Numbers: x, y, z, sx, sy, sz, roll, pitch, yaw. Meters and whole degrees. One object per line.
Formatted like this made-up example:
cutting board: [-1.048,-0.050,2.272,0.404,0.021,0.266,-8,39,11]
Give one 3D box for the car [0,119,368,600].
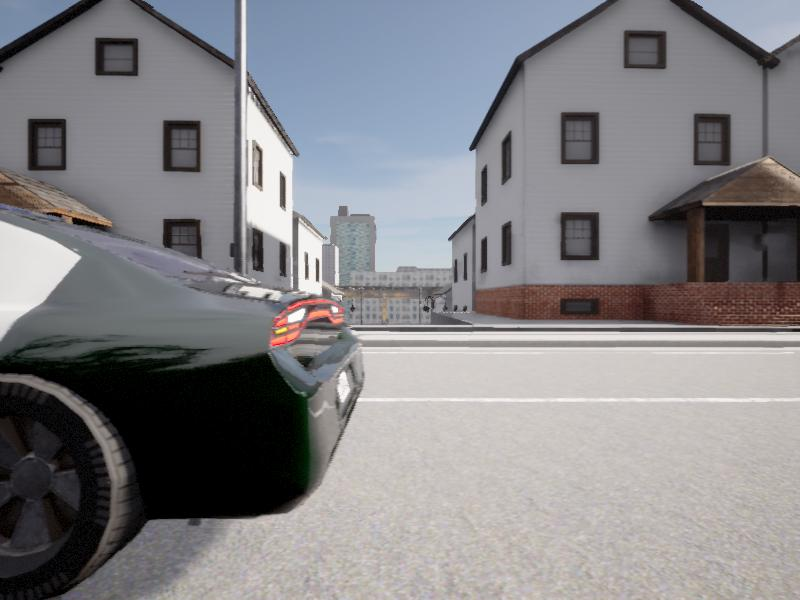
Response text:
car: [-2.750,0.227,2.176,4.974,1.542,2.038,1,0,0]
